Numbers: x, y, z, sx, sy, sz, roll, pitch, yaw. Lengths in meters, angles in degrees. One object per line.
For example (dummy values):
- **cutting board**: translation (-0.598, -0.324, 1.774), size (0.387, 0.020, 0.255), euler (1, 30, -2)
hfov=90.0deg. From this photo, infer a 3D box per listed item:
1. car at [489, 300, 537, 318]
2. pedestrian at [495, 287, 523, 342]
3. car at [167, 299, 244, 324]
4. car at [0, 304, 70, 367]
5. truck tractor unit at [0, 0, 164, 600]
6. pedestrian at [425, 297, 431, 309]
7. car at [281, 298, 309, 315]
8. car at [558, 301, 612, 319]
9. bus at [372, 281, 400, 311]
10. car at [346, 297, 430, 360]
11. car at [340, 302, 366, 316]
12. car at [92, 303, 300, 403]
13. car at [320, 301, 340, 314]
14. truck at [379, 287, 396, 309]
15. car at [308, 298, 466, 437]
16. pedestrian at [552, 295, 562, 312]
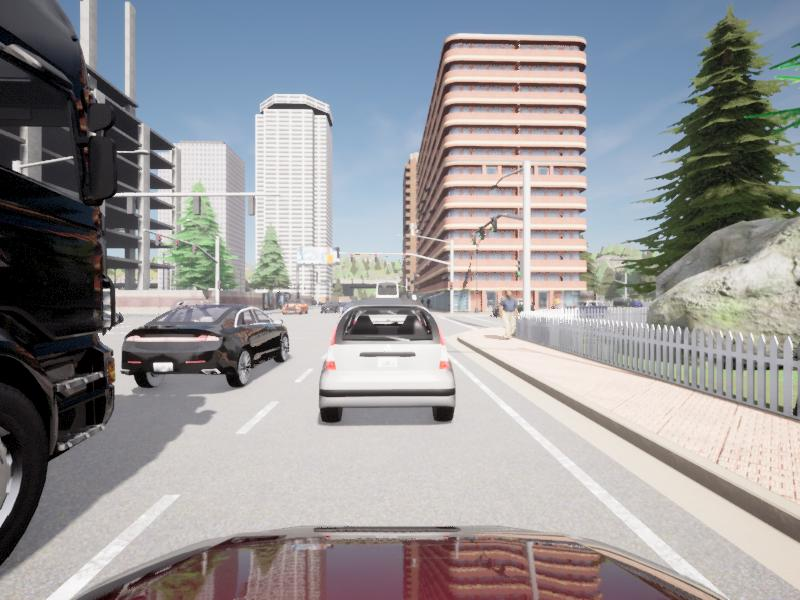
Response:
- **car**: translation (10.037, 0.759, 35.522), size (3.705, 1.549, 1.789), euler (0, 0, -14)
- **pedestrian**: translation (3.781, 0.485, 13.945), size (0.751, 1.860, 0.751), euler (0, 0, -2)
- **car**: translation (-13.406, 0.746, 27.886), size (4.611, 1.667, 2.242), euler (0, 0, -19)
- **car**: translation (-10.570, 0.851, 9.374), size (2.163, 1.488, 4.792), euler (0, 0, -8)
- **truck tractor unit**: translation (-3.405, -0.516, 0.104), size (3.053, 4.208, 6.516), euler (0, 0, -3)
- **pedestrian**: translation (4.398, 0.485, 62.666), size (0.751, 1.860, 0.751), euler (0, 0, -2)
- **car**: translation (-11.956, 0.694, 45.747), size (2.097, 1.767, 4.553), euler (0, 0, -2)
- **car**: translation (15.441, 0.798, 33.417), size (3.806, 1.475, 1.970), euler (0, 0, -22)
- **bus**: translation (-2.067, -0.533, 61.354), size (3.944, 4.253, 10.273), euler (0, 0, -2)
- **car**: translation (-0.383, 0.756, 12.936), size (2.242, 1.667, 4.611), euler (0, 0, -2)
- **car**: translation (-4.819, 0.896, 41.841), size (2.033, 1.411, 5.357), euler (0, 0, 0)
- **car**: translation (-3.774, 0.836, 8.674), size (2.128, 1.511, 4.902), euler (0, 0, -2)
- **car**: translation (-8.566, 0.844, 49.348), size (1.837, 1.490, 4.892), euler (0, 0, -2)
- **truck**: translation (-2.345, -0.325, 74.066), size (2.891, 3.827, 8.468), euler (0, 0, -2)
- **car**: translation (-0.207, 0.788, 6.686), size (1.851, 1.617, 3.988), euler (0, 0, -2)
- **pedestrian**: translation (17.503, 0.429, 44.626), size (0.751, 1.860, 0.751), euler (0, 0, -23)
